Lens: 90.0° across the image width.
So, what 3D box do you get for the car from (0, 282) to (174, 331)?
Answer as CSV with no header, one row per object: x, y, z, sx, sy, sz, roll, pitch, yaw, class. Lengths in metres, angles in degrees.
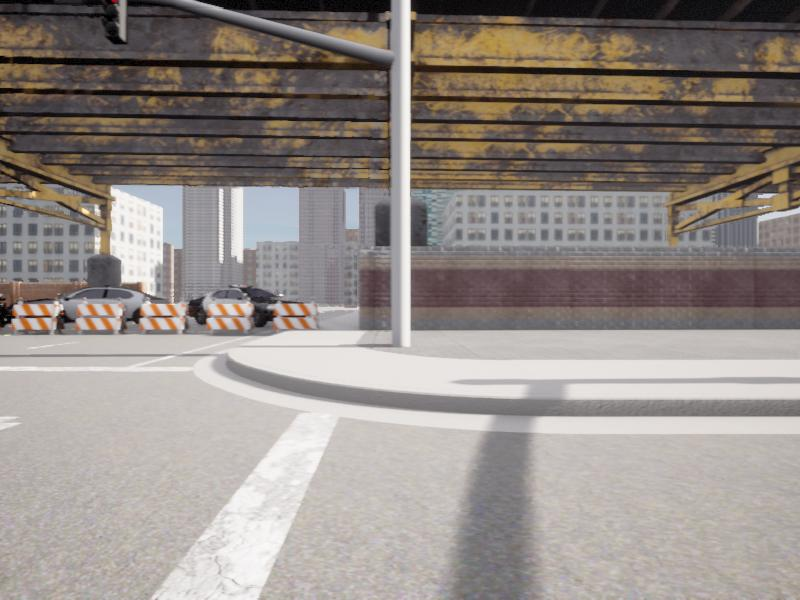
-11.248,0.203,14.656,4.974,1.542,2.038,0,0,-36,car

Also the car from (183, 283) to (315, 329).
-5.880,0.200,15.441,4.974,1.542,2.038,0,0,29,car

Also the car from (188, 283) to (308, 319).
-5.926,0.043,15.465,4.536,1.218,1.853,0,0,29,car

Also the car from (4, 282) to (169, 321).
-11.206,0.045,14.687,4.536,1.218,1.853,0,0,-36,car

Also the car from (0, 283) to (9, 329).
-15.856,0.206,14.650,4.974,1.542,2.038,0,0,44,car

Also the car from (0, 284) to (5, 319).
-15.894,0.048,14.686,4.536,1.218,1.853,0,0,44,car
